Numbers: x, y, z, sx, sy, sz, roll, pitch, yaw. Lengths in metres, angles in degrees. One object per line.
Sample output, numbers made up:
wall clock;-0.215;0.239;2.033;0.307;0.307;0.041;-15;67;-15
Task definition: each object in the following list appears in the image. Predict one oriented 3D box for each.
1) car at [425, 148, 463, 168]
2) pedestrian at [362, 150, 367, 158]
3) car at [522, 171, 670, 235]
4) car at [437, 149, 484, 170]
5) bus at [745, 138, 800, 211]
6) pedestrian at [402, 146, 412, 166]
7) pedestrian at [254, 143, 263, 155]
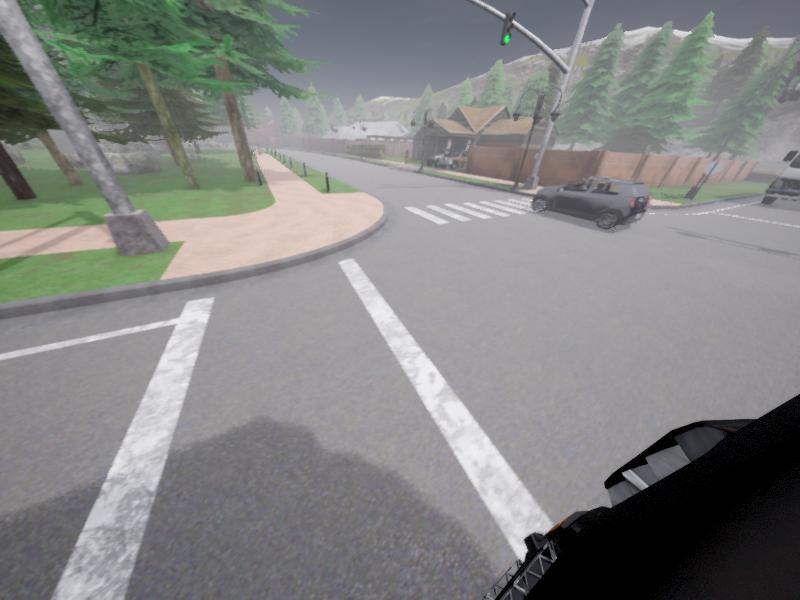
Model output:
car;5.137;-16.660;27.160;3.866;1.878;1.905;-15;38;-25
pedestrian;-5.589;-23.017;36.424;0.500;1.100;0.500;-21;41;-31
car;7.122;-3.915;8.893;1.845;1.501;3.633;-15;38;-25
car;6.683;-15.480;25.521;4.605;1.855;1.932;-15;38;-25
bus;27.571;-8.026;14.181;10.273;4.253;3.944;-14;37;-24
pedestrian;0.787;-16.295;26.225;0.751;1.860;0.751;-17;39;-28
pedestrian;-19.480;-20.796;31.847;0.751;1.300;0.751;-15;38;-25
